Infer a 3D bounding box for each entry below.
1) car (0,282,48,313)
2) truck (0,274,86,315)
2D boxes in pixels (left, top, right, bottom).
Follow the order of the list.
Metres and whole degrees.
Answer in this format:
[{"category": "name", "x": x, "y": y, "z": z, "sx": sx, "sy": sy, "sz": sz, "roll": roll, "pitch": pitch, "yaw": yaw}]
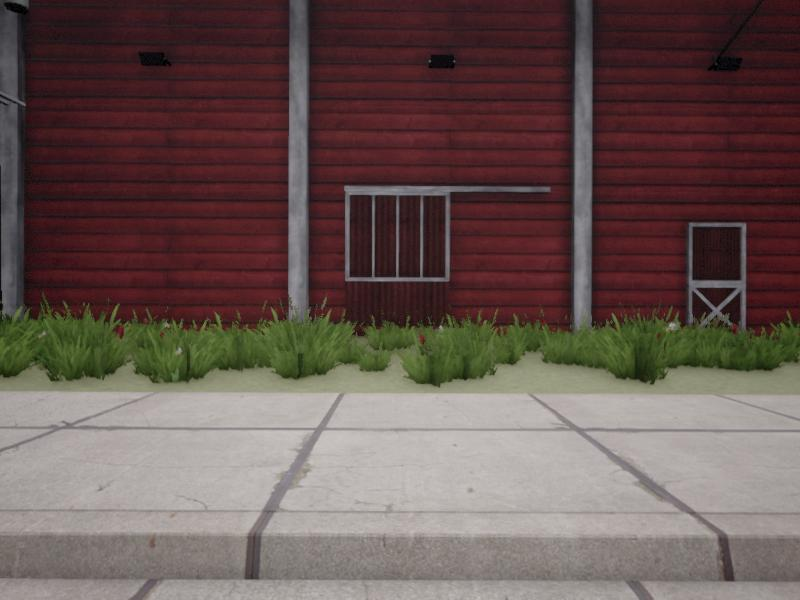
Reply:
[{"category": "car", "x": -27.542, "y": -0.174, "z": 27.303, "sx": 2.150, "sy": 2.045, "sz": 5.566, "roll": 0, "pitch": 0, "yaw": -1}, {"category": "truck", "x": -24.024, "y": -0.361, "z": 26.385, "sx": 2.627, "sy": 2.467, "sz": 5.204, "roll": 0, "pitch": 0, "yaw": -1}]
